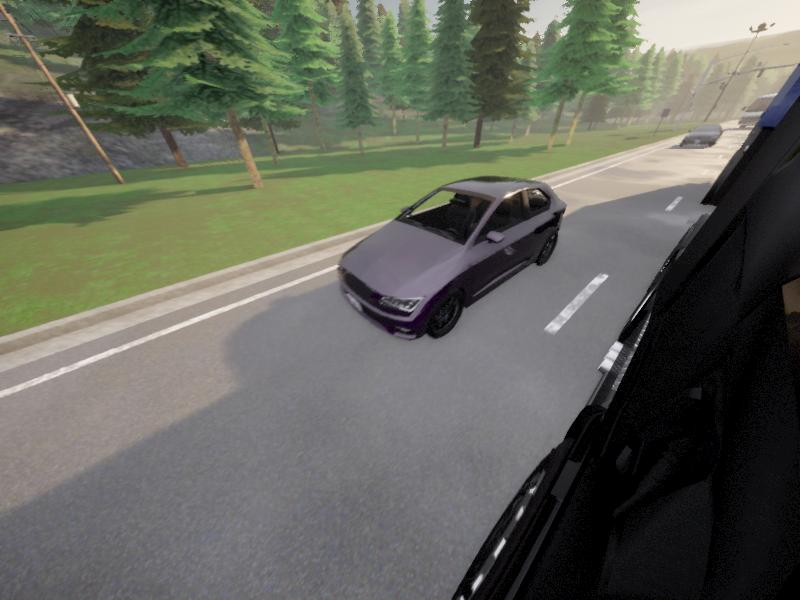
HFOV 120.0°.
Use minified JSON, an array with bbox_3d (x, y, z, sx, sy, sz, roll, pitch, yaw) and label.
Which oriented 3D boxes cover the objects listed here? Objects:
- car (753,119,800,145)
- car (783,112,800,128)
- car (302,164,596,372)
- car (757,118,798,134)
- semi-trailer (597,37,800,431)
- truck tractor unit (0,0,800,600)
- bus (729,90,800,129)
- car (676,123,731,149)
[{"bbox_3d":[30.425,-13.378,18.376,3.705,1.549,1.789,-25,42,-27],"label":"car"},{"bbox_3d":[57.654,-25.466,32.604,3.866,1.878,1.905,-11,38,-12],"label":"car"},{"bbox_3d":[1.026,-1.044,3.728,4.193,1.474,1.816,-28,44,-30],"label":"car"},{"bbox_3d":[44.619,-20.602,27.319,4.181,1.385,1.994,-25,43,-27],"label":"car"},{"bbox_3d":[8.743,-3.568,4.191,14.254,4.402,2.717,-28,44,-29],"label":"semi-trailer"},{"bbox_3d":[2.645,-0.295,0.352,6.516,4.208,3.053,-28,44,-30],"label":"truck tractor unit"},{"bbox_3d":[57.869,-28.738,34.970,10.273,4.253,3.944,-10,37,-10],"label":"bus"},{"bbox_3d":[24.444,-13.206,18.577,4.674,1.442,1.812,-27,43,-29],"label":"car"}]
